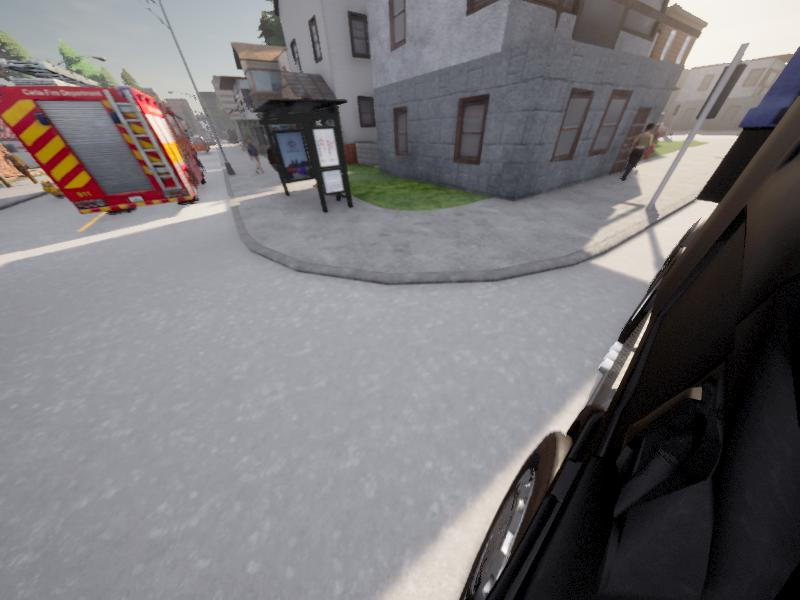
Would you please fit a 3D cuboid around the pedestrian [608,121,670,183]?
[{"bbox_3d":[8.915,-5.541,8.696,0.751,1.860,0.751,-23,42,-25],"label":"pedestrian"}]

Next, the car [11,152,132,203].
[{"bbox_3d":[-16.617,-6.643,12.173,1.801,1.575,5.366,-22,41,-24],"label":"car"}]

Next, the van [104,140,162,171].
[{"bbox_3d":[-24.024,-13.277,21.073,2.069,2.038,4.480,-23,41,-25],"label":"van"}]

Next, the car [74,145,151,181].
[{"bbox_3d":[-20.513,-10.093,16.826,2.097,1.767,4.553,-23,41,-25],"label":"car"}]

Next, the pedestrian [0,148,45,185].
[{"bbox_3d":[-23.248,-8.150,14.135,0.751,1.860,0.751,-32,46,-33],"label":"pedestrian"}]

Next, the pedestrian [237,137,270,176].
[{"bbox_3d":[-8.628,-8.459,13.660,0.751,1.860,0.751,16,41,23],"label":"pedestrian"}]

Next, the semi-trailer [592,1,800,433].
[{"bbox_3d":[9.056,-3.332,3.843,14.254,4.402,2.717,-24,42,-26],"label":"semi-trailer"}]

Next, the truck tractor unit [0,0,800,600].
[{"bbox_3d":[2.645,-0.295,0.351,6.516,4.208,3.053,-28,44,-30],"label":"truck tractor unit"}]

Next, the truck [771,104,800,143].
[{"bbox_3d":[31.832,-12.714,15.449,2.891,3.827,8.468,15,40,21],"label":"truck"}]

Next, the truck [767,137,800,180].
[{"bbox_3d":[17.701,-6.232,8.810,5.204,2.467,2.627,-23,41,-25],"label":"truck"}]

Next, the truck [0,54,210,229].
[{"bbox_3d":[-10.754,-6.326,9.526,2.891,3.827,8.468,-22,41,-24],"label":"truck"}]

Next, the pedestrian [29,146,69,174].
[{"bbox_3d":[-27.974,-11.196,18.477,0.751,1.860,0.751,-23,41,-25],"label":"pedestrian"}]

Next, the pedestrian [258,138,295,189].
[{"bbox_3d":[-5.401,-6.015,10.195,0.751,1.860,0.751,-26,43,-28],"label":"pedestrian"}]
